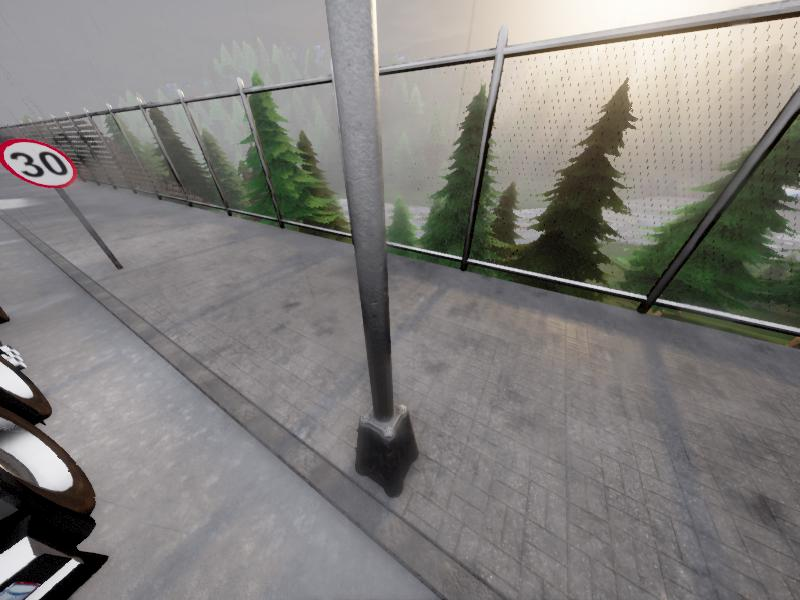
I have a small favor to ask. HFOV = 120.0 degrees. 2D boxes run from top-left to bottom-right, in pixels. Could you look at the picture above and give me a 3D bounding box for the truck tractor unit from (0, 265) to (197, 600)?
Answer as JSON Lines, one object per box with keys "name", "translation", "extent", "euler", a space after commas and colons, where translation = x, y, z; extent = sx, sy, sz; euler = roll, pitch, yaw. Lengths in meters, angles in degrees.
{"name": "truck tractor unit", "translation": [-5.113, -0.299, 0.778], "extent": [6.516, 4.208, 3.053], "euler": [18, 39, 24]}
